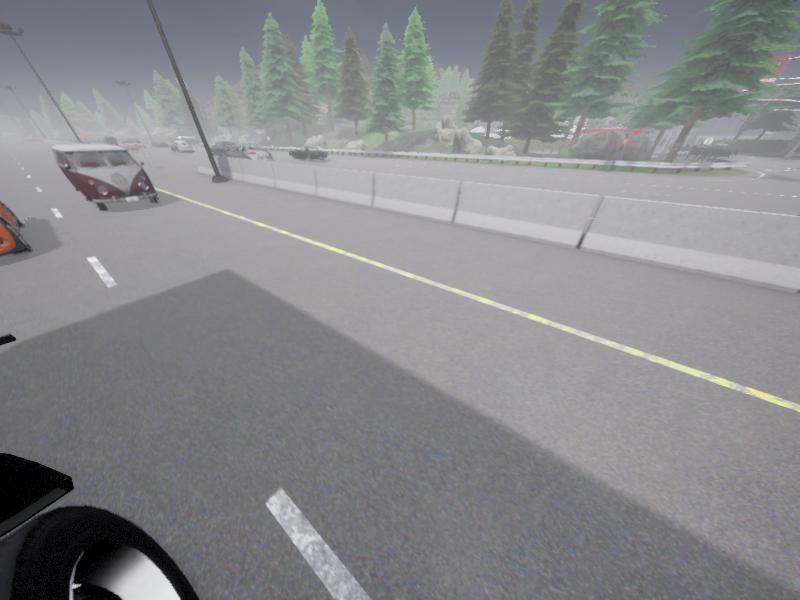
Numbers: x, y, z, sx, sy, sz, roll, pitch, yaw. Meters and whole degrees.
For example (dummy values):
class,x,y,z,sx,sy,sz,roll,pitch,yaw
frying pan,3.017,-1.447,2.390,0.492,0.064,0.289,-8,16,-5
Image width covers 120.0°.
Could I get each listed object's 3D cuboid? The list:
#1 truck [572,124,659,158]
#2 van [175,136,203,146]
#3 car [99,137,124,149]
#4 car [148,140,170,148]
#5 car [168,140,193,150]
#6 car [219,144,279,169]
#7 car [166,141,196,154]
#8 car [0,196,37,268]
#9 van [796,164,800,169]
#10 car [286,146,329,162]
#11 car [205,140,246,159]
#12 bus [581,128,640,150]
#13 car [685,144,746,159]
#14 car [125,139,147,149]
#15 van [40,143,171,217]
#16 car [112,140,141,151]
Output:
class,x,y,z,sx,sy,sz,roll,pitch,yaw
truck,31.813,-23.928,34.781,8.468,3.827,2.891,22,41,28
van,-55.002,-41.410,60.231,2.069,2.038,4.480,21,40,26
car,-56.385,-30.676,45.165,3.866,1.878,1.905,22,41,28
car,-51.836,-33.515,49.720,4.718,1.301,1.895,22,41,28
car,-41.598,-29.371,43.833,4.674,1.442,1.812,22,41,28
car,-13.593,-12.996,20.765,5.027,1.651,2.152,22,41,28
car,-34.297,-23.914,36.149,3.806,1.475,1.970,22,41,28
car,-10.383,-1.869,4.892,4.553,1.767,2.097,22,41,28
van,34.290,-11.017,17.302,1.988,2.561,5.915,22,41,28
car,-10.391,-16.484,26.021,4.718,1.301,1.895,22,41,28
car,-21.912,-18.954,28.974,4.553,1.767,2.097,22,41,28
bus,53.696,-41.530,59.548,10.273,4.253,3.944,22,41,28
car,43.002,-20.322,31.576,5.008,1.535,1.882,1,35,0
car,-54.544,-32.250,47.708,3.988,1.617,1.851,22,41,28
van,-11.186,-4.748,8.794,4.442,1.987,1.775,22,41,28
car,-47.749,-27.015,40.318,5.366,1.575,1.801,22,41,28
